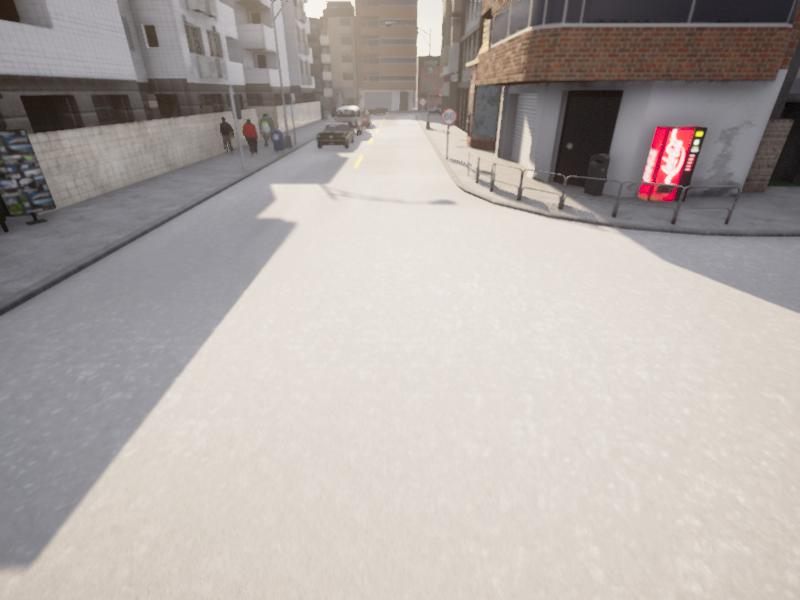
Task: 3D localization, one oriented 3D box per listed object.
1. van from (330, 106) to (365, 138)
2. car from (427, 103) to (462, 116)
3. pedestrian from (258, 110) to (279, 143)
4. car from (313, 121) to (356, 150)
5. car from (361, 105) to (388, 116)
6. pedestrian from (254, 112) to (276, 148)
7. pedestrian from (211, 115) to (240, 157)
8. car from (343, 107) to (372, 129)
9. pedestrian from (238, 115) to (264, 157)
[{"bbox_3d":[-3.978,-13.982,31.210,2.069,2.038,4.480,0,27,0],"label":"van"},{"bbox_3d":[6.865,-29.354,61.693,4.856,1.649,2.033,-5,28,-10],"label":"car"},{"bbox_3d":[-8.267,-10.892,25.180,0.751,1.860,0.751,3,28,5],"label":"pedestrian"},{"bbox_3d":[-3.983,-10.391,25.103,1.895,1.301,4.718,0,27,0],"label":"car"},{"bbox_3d":[-3.627,-27.438,57.902,1.895,1.301,4.718,11,29,21],"label":"car"},{"bbox_3d":[-7.782,-9.837,23.149,0.751,1.860,0.751,2,27,3],"label":"pedestrian"},{"bbox_3d":[-8.694,-8.216,20.029,0.751,1.860,0.751,1,27,3],"label":"pedestrian"},{"bbox_3d":[-3.961,-17.456,38.286,2.242,1.667,4.611,0,28,0],"label":"car"},{"bbox_3d":[-7.402,-8.154,19.909,0.751,1.860,0.751,-2,28,-4],"label":"pedestrian"}]
